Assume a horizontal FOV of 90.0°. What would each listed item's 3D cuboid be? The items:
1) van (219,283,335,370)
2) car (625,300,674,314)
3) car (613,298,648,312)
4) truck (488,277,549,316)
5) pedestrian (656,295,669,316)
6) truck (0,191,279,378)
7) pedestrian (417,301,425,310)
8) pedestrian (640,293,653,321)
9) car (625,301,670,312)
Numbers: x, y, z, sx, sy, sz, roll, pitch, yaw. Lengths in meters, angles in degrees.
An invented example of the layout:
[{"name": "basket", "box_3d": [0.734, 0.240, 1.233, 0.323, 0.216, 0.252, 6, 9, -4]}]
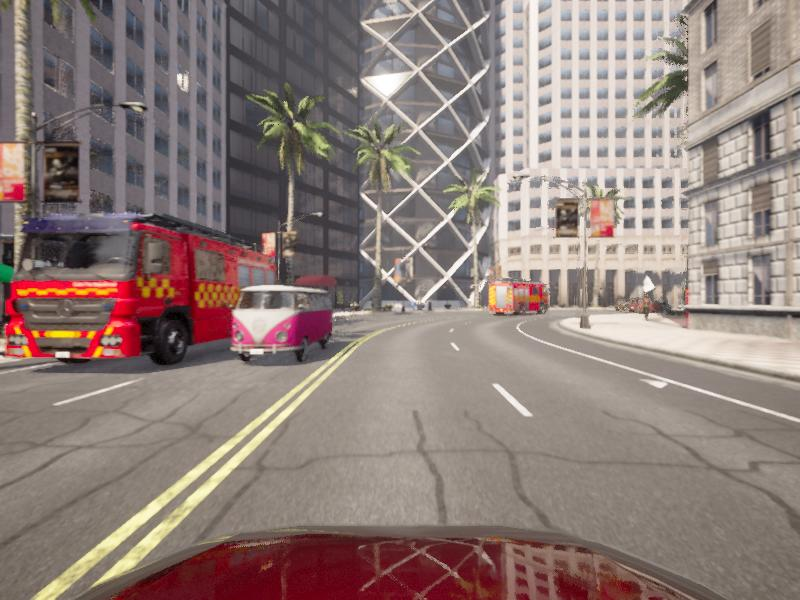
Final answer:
[{"name": "van", "box_3d": [-3.208, 0.598, 11.447, 1.775, 1.987, 4.442, 0, 0, 3]}, {"name": "car", "box_3d": [30.400, 0.793, 48.701, 5.027, 1.651, 2.152, 0, 0, -13]}, {"name": "car", "box_3d": [32.281, 0.658, 56.130, 3.866, 1.878, 1.905, 0, 0, -7]}, {"name": "truck", "box_3d": [13.113, -0.312, 43.653, 2.891, 3.827, 8.468, 0, 0, 44]}, {"name": "pedestrian", "box_3d": [24.234, 0.495, 36.969, 0.751, 1.860, 0.751, 0, 0, -34]}, {"name": "truck", "box_3d": [-6.734, -0.320, 12.510, 2.891, 3.827, 8.468, 0, 0, 4]}, {"name": "pedestrian", "box_3d": [2.928, 0.775, 55.216, 0.751, 1.300, 0.751, 0, 0, -39]}, {"name": "pedestrian", "box_3d": [16.704, 0.492, 27.106, 0.751, 1.860, 0.751, 0, 0, 29]}, {"name": "car", "box_3d": [32.425, 0.857, 52.496, 4.892, 1.490, 1.837, 0, 0, -5]}]
